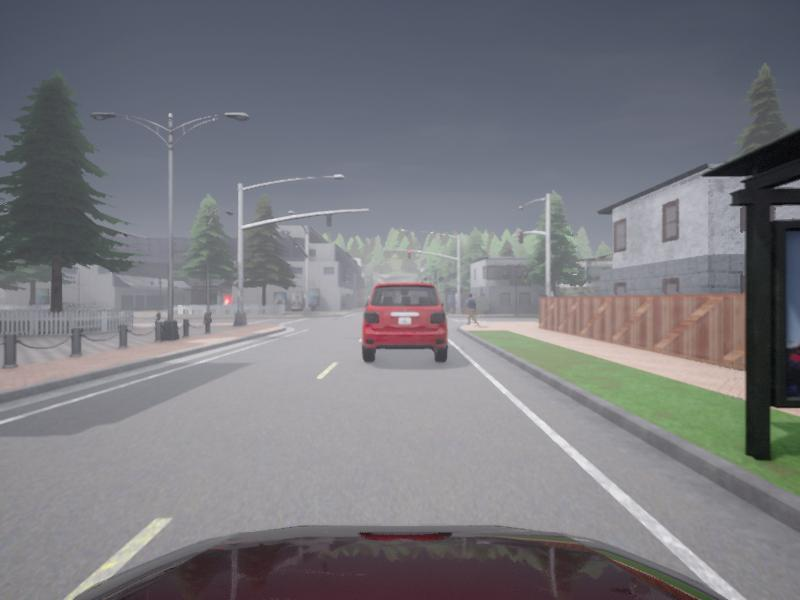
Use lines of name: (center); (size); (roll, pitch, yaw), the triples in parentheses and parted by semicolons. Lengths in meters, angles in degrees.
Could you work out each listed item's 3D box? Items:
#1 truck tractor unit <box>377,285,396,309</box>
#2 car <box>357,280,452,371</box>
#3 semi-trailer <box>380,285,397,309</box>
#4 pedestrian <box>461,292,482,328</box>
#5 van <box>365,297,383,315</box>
truck tractor unit: (-2.369, -0.467, 73.691); (3.053, 4.208, 6.516); (0, 0, 2)
car: (0.143, 0.577, 11.847); (2.150, 2.045, 5.566); (0, 0, 1)
semi-trailer: (-2.187, -0.556, 81.601); (2.717, 4.402, 14.254); (0, 0, 1)
pedestrian: (3.792, 0.503, 21.213); (0.751, 1.860, 0.751); (0, 0, -40)
van: (-2.937, 0.633, 46.373); (1.775, 1.987, 4.442); (0, 0, 1)
